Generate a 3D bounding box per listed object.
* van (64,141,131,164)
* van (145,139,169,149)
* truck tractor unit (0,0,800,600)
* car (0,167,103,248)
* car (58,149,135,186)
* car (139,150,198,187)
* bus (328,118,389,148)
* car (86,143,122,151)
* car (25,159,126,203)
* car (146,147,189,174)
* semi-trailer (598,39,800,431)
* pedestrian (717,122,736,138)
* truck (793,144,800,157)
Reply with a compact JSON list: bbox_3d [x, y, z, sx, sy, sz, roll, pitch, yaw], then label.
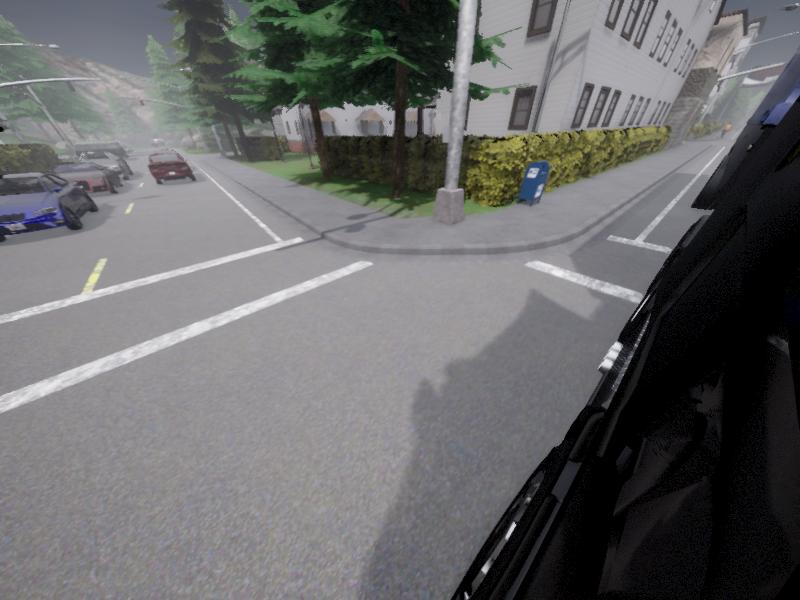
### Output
[{"bbox_3d":[-36.962,-18.225,28.463,4.442,1.987,1.775,-27,43,-30],"label":"van"},{"bbox_3d":[-59.253,-38.101,56.395,4.480,2.038,2.069,18,40,24],"label":"van"},{"bbox_3d":[2.645,-0.295,0.351,6.516,4.208,3.053,-28,44,-30],"label":"truck tractor unit"},{"bbox_3d":[-11.607,-3.110,7.314,1.816,1.474,4.193,-27,43,-30],"label":"car"},{"bbox_3d":[-20.330,-9.175,15.797,2.152,1.651,5.027,-27,43,-31],"label":"car"},{"bbox_3d":[-14.678,-8.492,14.721,1.882,1.535,5.008,-27,43,-30],"label":"car"},{"bbox_3d":[-7.475,-31.419,43.404,10.273,4.253,3.944,-27,43,-30],"label":"bus"},{"bbox_3d":[-74.641,-38.716,58.356,5.357,1.411,2.033,-11,37,-12],"label":"car"},{"bbox_3d":[-16.253,-6.287,11.915,1.994,1.385,4.181,-27,43,-30],"label":"car"},{"bbox_3d":[-19.401,-11.760,19.360,1.882,1.535,5.008,-27,43,-30],"label":"car"},{"bbox_3d":[8.691,-3.549,4.323,14.254,4.402,2.717,-28,44,-31],"label":"semi-trailer"},{"bbox_3d":[48.255,-25.169,34.173,0.751,1.860,0.751,25,44,31],"label":"pedestrian"},{"bbox_3d":[29.307,-11.156,14.415,8.468,3.827,2.891,-27,43,-31],"label":"truck"}]
